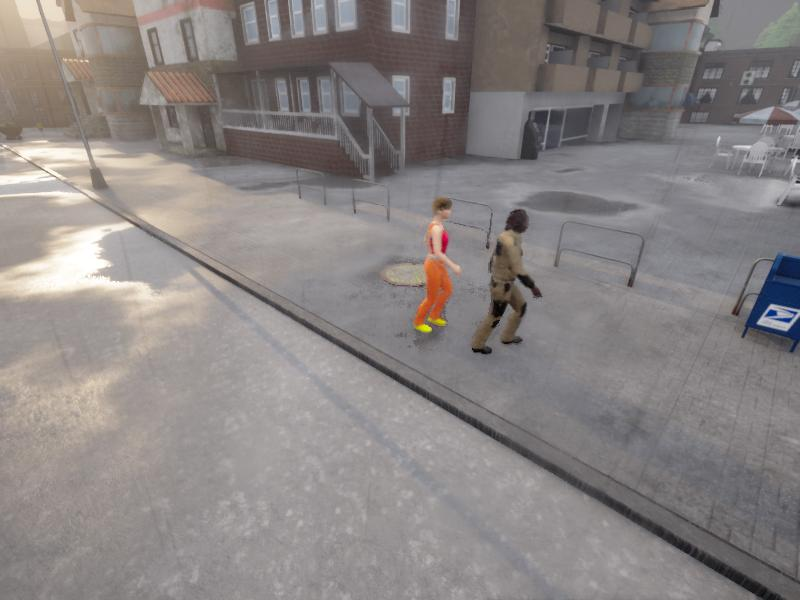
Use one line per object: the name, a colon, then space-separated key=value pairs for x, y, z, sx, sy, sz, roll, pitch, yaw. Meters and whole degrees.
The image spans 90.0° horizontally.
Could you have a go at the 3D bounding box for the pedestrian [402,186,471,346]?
pedestrian: x=0.458 y=-0.426 z=5.133 sx=0.751 sy=1.860 sz=0.751 roll=4 pitch=28 yaw=8

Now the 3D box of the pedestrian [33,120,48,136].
pedestrian: x=-29.189 y=-13.968 z=32.472 sx=0.500 sy=1.100 sz=0.500 roll=22 pitch=34 yaw=36

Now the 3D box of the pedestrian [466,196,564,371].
pedestrian: x=1.239 y=-0.174 z=4.639 sx=0.751 sy=1.860 sz=0.751 roll=2 pitch=27 yaw=4
